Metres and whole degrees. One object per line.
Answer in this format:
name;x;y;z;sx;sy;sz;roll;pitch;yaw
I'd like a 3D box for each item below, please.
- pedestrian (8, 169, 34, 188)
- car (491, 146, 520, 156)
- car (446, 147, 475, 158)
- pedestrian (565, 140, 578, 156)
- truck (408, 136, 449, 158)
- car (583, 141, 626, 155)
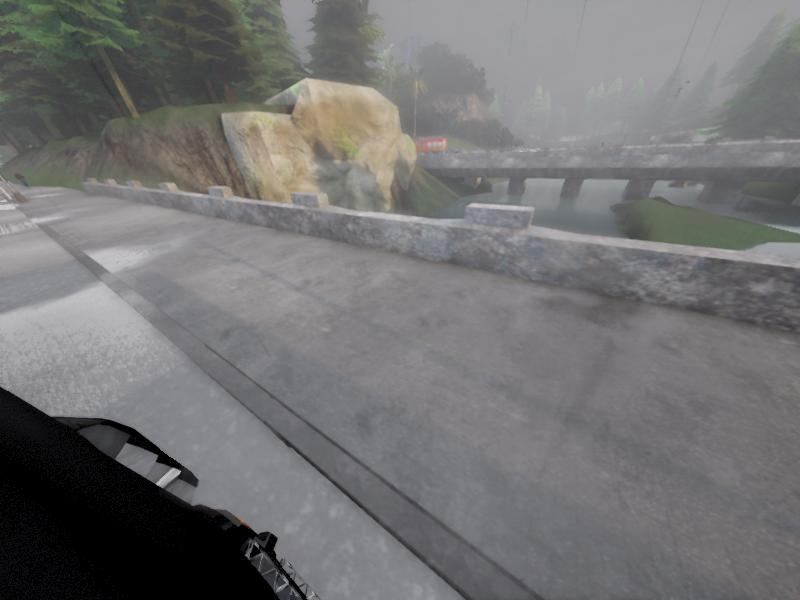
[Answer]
pedestrian;-43.854;-14.023;26.759;0.751;1.860;0.751;18;39;29
car;20.351;-28.745;44.524;4.674;1.442;1.812;17;38;27
car;11.847;-28.787;45.178;5.008;1.535;1.882;17;38;27
pedestrian;24.673;-21.957;33.302;0.751;1.860;0.751;-23;38;-27
truck;6.121;-34.020;51.476;8.468;3.827;2.891;18;39;28
car;30.795;-23.018;34.955;4.514;1.525;2.007;17;38;27
